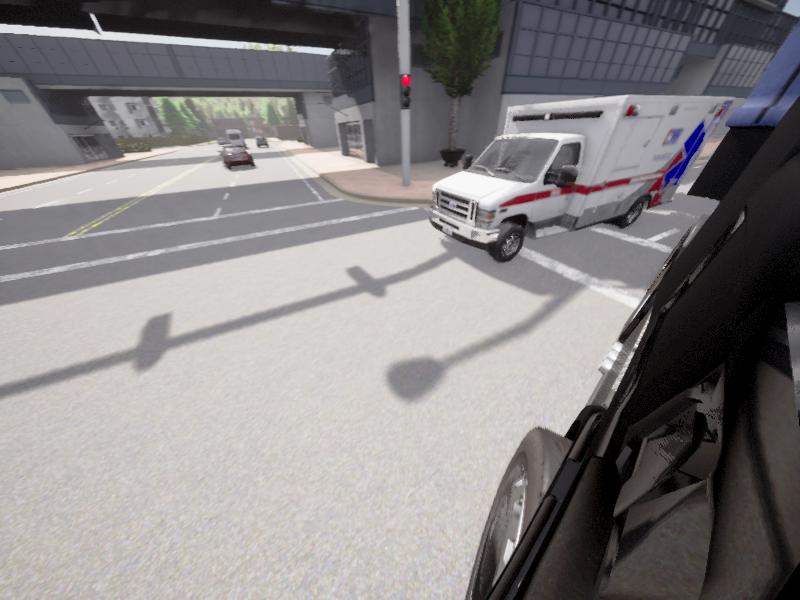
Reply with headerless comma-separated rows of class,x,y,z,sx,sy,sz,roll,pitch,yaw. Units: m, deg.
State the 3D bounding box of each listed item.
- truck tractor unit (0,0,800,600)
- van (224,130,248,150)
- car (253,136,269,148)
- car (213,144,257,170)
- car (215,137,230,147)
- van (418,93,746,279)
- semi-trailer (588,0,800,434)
truck tractor unit,2.645,-0.295,0.351,6.516,4.208,3.053,-28,44,-30
van,-26.868,-26.416,38.053,1.988,2.561,5.915,-18,40,-19
car,-23.932,-27.390,39.960,1.851,1.617,3.988,-17,39,-18
car,-13.200,-11.480,18.449,1.994,1.385,4.181,-26,43,-28
car,-36.441,-32.492,47.512,1.837,1.490,4.892,-19,40,-21
van,3.768,-2.887,5.232,6.366,2.431,2.351,-18,40,-20
semi-trailer,9.347,-3.046,3.478,14.254,4.402,2.717,-20,40,-22
